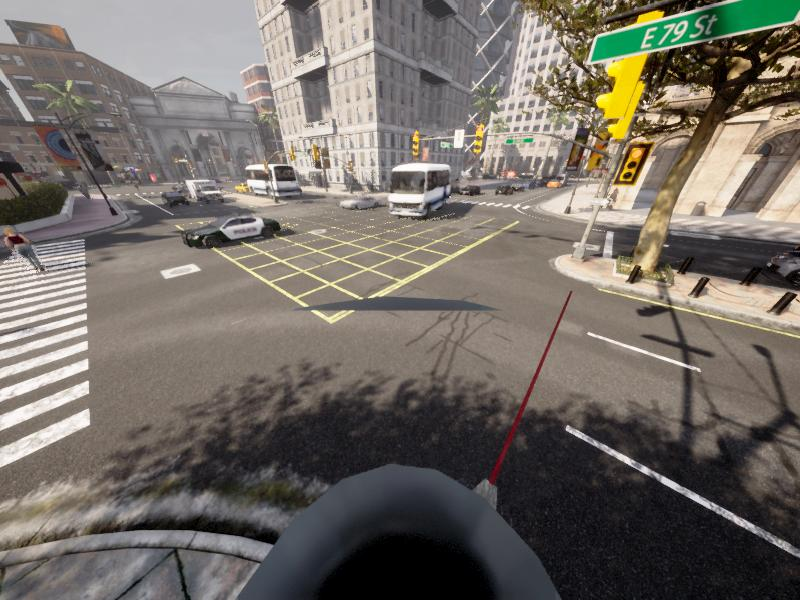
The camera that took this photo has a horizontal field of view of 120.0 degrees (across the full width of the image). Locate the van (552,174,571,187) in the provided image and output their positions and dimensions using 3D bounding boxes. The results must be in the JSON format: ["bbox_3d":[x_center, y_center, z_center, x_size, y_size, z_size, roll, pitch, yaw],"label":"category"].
[{"bbox_3d":[37.843,-28.026,54.010,1.988,2.561,5.915,23,37,34],"label":"van"}]

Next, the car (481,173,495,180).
[{"bbox_3d":[31.479,-44.045,82.423,3.866,1.878,1.905,23,37,34],"label":"car"}]

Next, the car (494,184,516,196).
[{"bbox_3d":[17.189,-18.077,37.842,1.816,1.474,4.193,23,37,34],"label":"car"}]

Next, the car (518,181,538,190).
[{"bbox_3d":[26.001,-23.250,46.881,2.033,1.411,5.357,23,37,34],"label":"car"}]

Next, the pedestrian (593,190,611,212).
[{"bbox_3d":[19.664,-9.643,22.494,0.751,1.860,0.751,21,36,31],"label":"pedestrian"}]

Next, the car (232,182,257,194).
[{"bbox_3d":[-27.676,-20.013,41.088,5.366,1.575,1.801,23,37,34],"label":"car"}]

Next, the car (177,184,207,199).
[{"bbox_3d":[-31.092,-16.241,34.507,4.856,1.649,2.033,23,37,34],"label":"car"}]

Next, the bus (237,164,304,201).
[{"bbox_3d":[-19.231,-17.526,34.110,10.273,4.253,3.944,23,37,34],"label":"bus"}]

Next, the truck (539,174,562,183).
[{"bbox_3d":[44.739,-36.240,68.672,6.274,2.098,2.390,-17,34,-27],"label":"truck"}]

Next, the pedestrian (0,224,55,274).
[{"bbox_3d":[-16.047,-2.159,9.837,0.751,1.860,0.751,19,35,29],"label":"pedestrian"}]

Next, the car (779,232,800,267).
[{"bbox_3d":[20.631,-1.829,9.804,4.181,1.385,1.994,23,37,34],"label":"car"}]

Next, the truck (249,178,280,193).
[{"bbox_3d":[-25.339,-21.541,43.216,6.274,2.098,2.390,23,37,34],"label":"truck"}]

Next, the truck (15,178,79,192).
[{"bbox_3d":[-66.621,-21.951,43.922,2.390,2.098,6.274,23,37,34],"label":"truck"}]

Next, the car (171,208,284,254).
[{"bbox_3d":[-10.191,-4.413,14.125,2.038,1.542,4.974,23,37,34],"label":"car"}]

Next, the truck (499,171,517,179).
[{"bbox_3d":[40.797,-47.229,87.335,5.204,2.467,2.627,23,37,34],"label":"truck"}]

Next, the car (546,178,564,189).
[{"bbox_3d":[33.211,-24.960,49.443,2.097,1.767,4.553,23,37,34],"label":"car"}]

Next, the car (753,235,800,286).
[{"bbox_3d":[16.907,-1.185,8.528,3.633,1.501,1.845,23,37,34],"label":"car"}]

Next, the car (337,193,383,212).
[{"bbox_3d":[-4.204,-10.634,25.128,1.895,1.301,4.718,23,37,34],"label":"car"}]

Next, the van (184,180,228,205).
[{"bbox_3d":[-25.231,-14.113,30.022,6.366,2.431,2.351,23,37,34],"label":"van"}]

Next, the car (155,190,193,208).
[{"bbox_3d":[-27.136,-12.180,27.707,5.357,1.411,2.033,23,37,34],"label":"car"}]

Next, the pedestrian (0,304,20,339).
[{"bbox_3d":[-11.006,0.410,5.946,0.751,1.300,0.751,22,37,33],"label":"pedestrian"}]

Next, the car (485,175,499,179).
[{"bbox_3d":[33.732,-45.176,84.862,4.181,1.385,1.994,23,37,34],"label":"car"}]

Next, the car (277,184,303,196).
[{"bbox_3d":[-18.194,-18.224,38.127,4.674,1.442,1.812,23,37,34],"label":"car"}]

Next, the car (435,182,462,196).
[{"bbox_3d":[7.956,-18.084,37.657,2.242,1.667,4.611,23,37,34],"label":"car"}]

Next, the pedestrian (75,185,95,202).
[{"bbox_3d":[-39.759,-13.501,29.177,0.751,1.860,0.751,-24,38,-35],"label":"pedestrian"}]

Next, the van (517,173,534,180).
[{"bbox_3d":[44.089,-43.323,81.009,4.480,2.038,2.069,23,37,34],"label":"van"}]

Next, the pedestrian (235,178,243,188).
[{"bbox_3d":[-33.933,-24.616,48.734,0.751,1.860,0.751,19,35,29],"label":"pedestrian"}]

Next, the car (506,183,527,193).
[{"bbox_3d":[21.378,-20.487,42.194,1.895,1.301,4.718,23,37,34],"label":"car"}]

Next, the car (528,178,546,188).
[{"bbox_3d":[30.644,-26.106,51.601,2.152,1.651,5.027,23,37,34],"label":"car"}]

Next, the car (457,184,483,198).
[{"bbox_3d":[11.035,-17.134,36.156,2.007,1.525,4.514,23,37,34],"label":"car"}]

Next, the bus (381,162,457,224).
[{"bbox_3d":[2.354,-10.644,22.190,3.944,4.253,10.273,11,32,19],"label":"bus"}]
